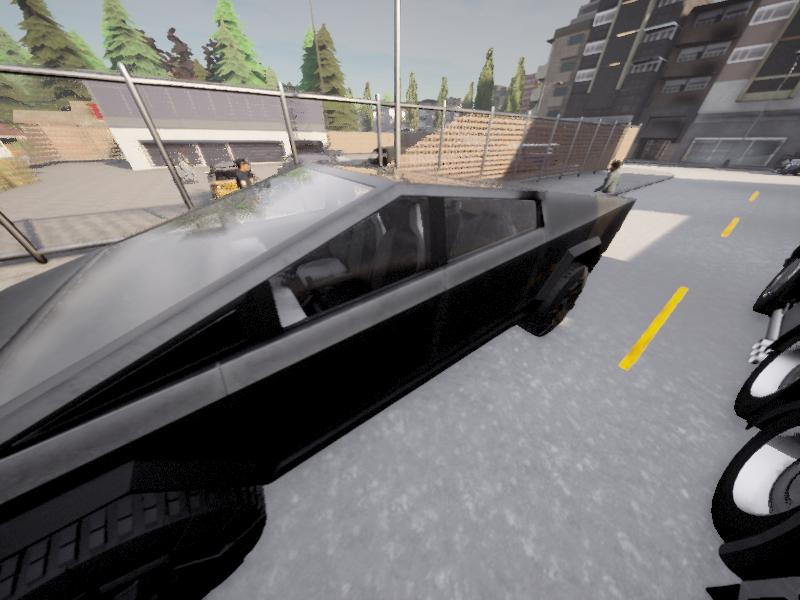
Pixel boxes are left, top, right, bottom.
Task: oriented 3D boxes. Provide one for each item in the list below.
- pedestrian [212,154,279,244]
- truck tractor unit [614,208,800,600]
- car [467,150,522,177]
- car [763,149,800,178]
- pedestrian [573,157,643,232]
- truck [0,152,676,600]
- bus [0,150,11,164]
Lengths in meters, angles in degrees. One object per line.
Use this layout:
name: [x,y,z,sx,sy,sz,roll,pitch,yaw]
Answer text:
pedestrian: [-3.635,-2.451,5.638,0.751,1.860,0.751,-14,37,-20]
truck tractor unit: [5.009,-0.392,0.909,6.516,4.208,3.053,-22,41,-28]
car: [7.129,-10.428,17.540,3.705,1.547,1.789,-22,41,-28]
car: [32.121,-10.205,17.314,4.553,1.767,2.097,18,39,23]
pedestrian: [6.083,-3.122,6.853,0.751,1.860,0.751,-27,43,-33]
truck: [-0.089,-0.282,2.564,6.274,2.098,2.390,-22,40,-28]
bus: [-46.137,-15.735,22.524,10.273,4.253,3.944,10,36,13]
